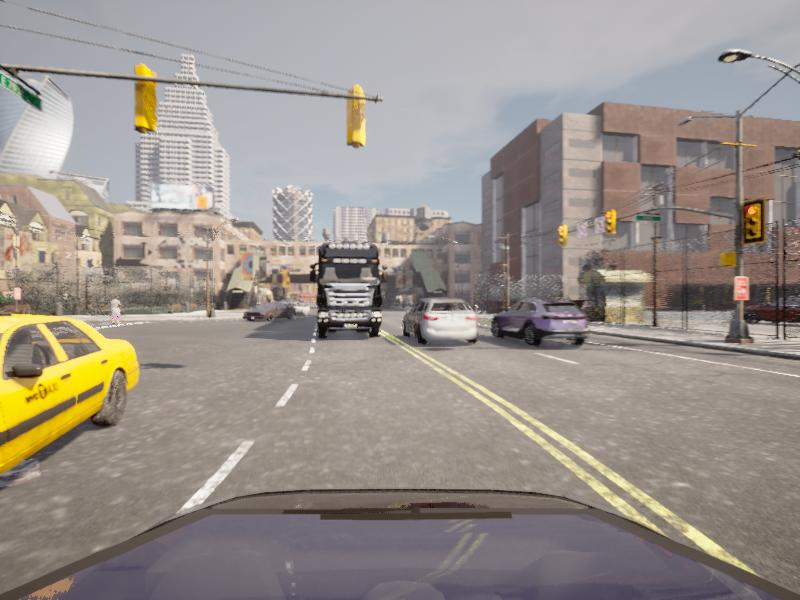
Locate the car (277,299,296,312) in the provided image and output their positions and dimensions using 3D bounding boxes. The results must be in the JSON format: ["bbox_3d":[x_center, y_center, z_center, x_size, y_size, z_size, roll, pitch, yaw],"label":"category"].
[{"bbox_3d":[-15.886,0.699,56.083,2.185,1.767,4.553,0,0,-11],"label":"car"}]

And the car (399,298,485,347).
[{"bbox_3d":[1.461,0.749,16.026,2.242,1.667,4.611,0,0,-10],"label":"car"}]

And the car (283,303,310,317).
[{"bbox_3d":[-9.967,0.943,38.996,1.895,1.301,4.718,0,0,-6],"label":"car"}]

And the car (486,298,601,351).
[{"bbox_3d":[5.136,0.767,15.210,2.033,1.649,4.856,0,0,-9],"label":"car"}]

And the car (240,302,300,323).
[{"bbox_3d":[-9.920,0.896,31.032,2.033,1.411,5.357,0,0,12],"label":"car"}]

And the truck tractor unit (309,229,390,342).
[{"bbox_3d":[-2.473,-0.528,18.430,3.053,4.208,6.516,0,0,-10],"label":"truck tractor unit"}]

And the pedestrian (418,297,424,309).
[{"bbox_3d":[3.265,0.461,60.972,0.751,1.860,0.751,0,0,-10],"label":"pedestrian"}]

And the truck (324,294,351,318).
[{"bbox_3d":[-6.003,0.538,38.066,2.390,2.098,6.274,0,0,-10],"label":"truck"}]

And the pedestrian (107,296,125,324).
[{"bbox_3d":[-18.788,0.652,26.452,0.751,1.860,0.751,0,0,-14],"label":"pedestrian"}]

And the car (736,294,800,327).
[{"bbox_3d":[22.599,0.562,23.107,2.185,1.767,4.553,0,0,-11],"label":"car"}]

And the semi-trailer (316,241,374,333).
[{"bbox_3d":[-3.858,-0.623,26.224,2.717,4.402,14.254,0,0,-10],"label":"semi-trailer"}]

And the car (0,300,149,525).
[{"bbox_3d":[-4.022,0.804,3.562,1.801,1.575,5.366,0,0,-18],"label":"car"}]
